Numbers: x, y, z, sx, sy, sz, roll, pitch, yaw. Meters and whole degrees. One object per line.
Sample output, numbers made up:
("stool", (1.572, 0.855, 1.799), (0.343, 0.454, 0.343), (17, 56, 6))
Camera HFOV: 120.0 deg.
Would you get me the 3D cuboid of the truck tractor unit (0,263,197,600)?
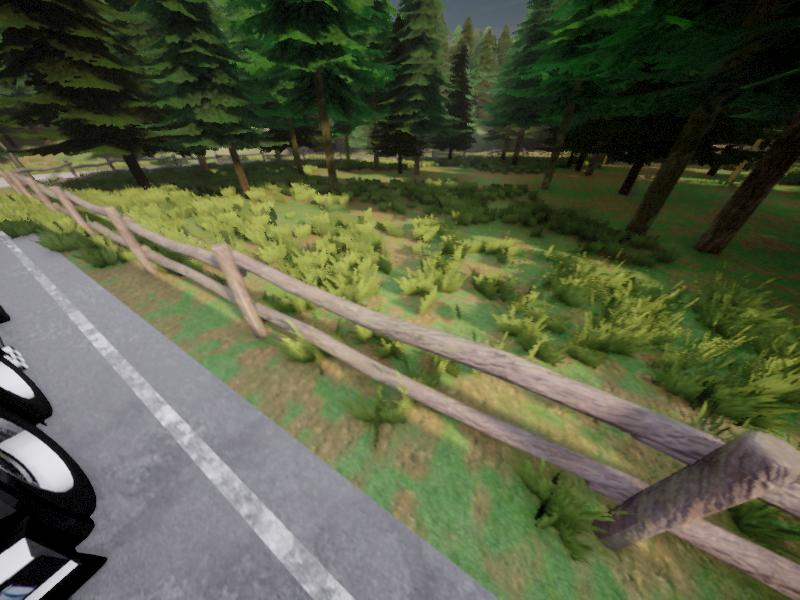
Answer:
("truck tractor unit", (-5.117, -0.293, 0.793), (6.516, 4.208, 3.053), (18, 39, 25))
